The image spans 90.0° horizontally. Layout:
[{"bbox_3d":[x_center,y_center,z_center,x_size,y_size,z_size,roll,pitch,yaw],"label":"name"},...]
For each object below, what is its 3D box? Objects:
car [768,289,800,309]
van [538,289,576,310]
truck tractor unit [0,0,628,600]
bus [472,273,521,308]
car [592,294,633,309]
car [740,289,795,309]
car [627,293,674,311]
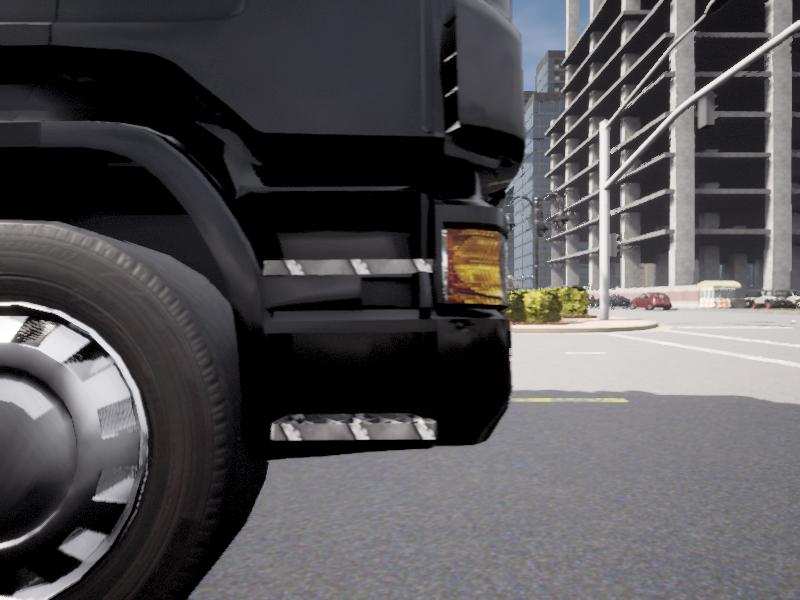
[{"bbox_3d":[39.153,-0.096,39.587,1.905,1.878,3.866,0,0,0],"label":"car"},{"bbox_3d":[16.118,-0.065,41.305,2.069,2.038,4.480,0,0,0],"label":"van"},{"bbox_3d":[-2.809,-1.189,2.349,6.516,4.208,3.053,2,-5,0],"label":"truck tractor unit"},{"bbox_3d":[12.660,-1.181,53.785,3.944,4.253,10.273,0,1,0],"label":"bus"},{"bbox_3d":[23.098,0.194,43.712,1.882,1.535,5.008,0,0,0],"label":"car"},{"bbox_3d":[36.212,-0.100,39.586,1.905,1.878,3.866,0,0,0],"label":"car"},{"bbox_3d":[23.147,0.160,37.120,1.851,1.617,3.988,0,0,0],"label":"car"}]
